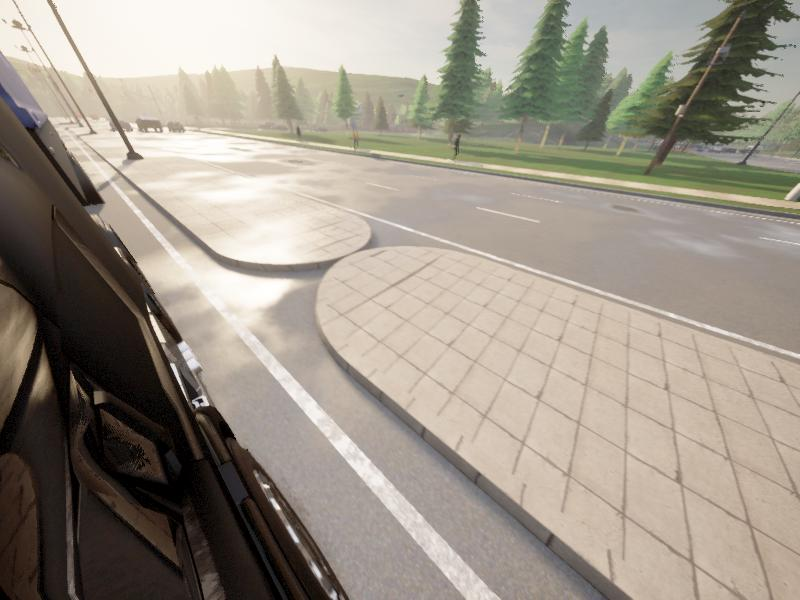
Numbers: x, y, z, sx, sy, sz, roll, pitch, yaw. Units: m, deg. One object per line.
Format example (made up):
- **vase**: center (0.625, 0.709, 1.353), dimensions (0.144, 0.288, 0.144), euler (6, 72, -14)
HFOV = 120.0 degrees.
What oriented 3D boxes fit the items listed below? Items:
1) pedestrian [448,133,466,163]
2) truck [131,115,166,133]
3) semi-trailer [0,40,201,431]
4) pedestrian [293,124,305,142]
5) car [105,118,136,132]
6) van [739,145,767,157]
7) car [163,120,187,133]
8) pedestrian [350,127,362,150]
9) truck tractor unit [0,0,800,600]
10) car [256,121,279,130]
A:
- **pedestrian**: center (4.398, -11.769, 17.868), dimensions (0.751, 1.860, 0.751), euler (30, 44, 31)
- **truck**: center (-42.697, -29.883, 39.204), dimensions (6.274, 2.098, 2.390), euler (28, 44, 30)
- **semi-trailer**: center (-8.681, -3.615, 4.247), dimensions (14.254, 4.402, 2.717), euler (28, 44, 30)
- **pedestrian**: center (-12.896, -21.274, 29.492), dimensions (0.751, 1.860, 0.751), euler (29, 44, 30)
- **car**: center (-45.257, -28.318, 37.339), dimensions (5.027, 1.651, 2.152), euler (28, 44, 30)
- **van**: center (80.739, -34.150, 52.951), dimensions (2.069, 2.038, 4.480), euler (29, 44, 31)
- **car**: center (-40.406, -31.192, 41.518), dimensions (3.988, 1.617, 1.851), euler (28, 43, 30)
- **pedestrian**: center (-4.490, -16.649, 23.836), dimensions (0.751, 1.860, 0.751), euler (29, 44, 31)
- **truck tractor unit**: center (-2.645, -0.295, 0.351), dimensions (6.516, 4.208, 3.053), euler (28, 44, 30)
- **car**: center (-41.695, -54.846, 72.783), dimensions (2.150, 2.045, 5.566), euler (29, 44, 30)
